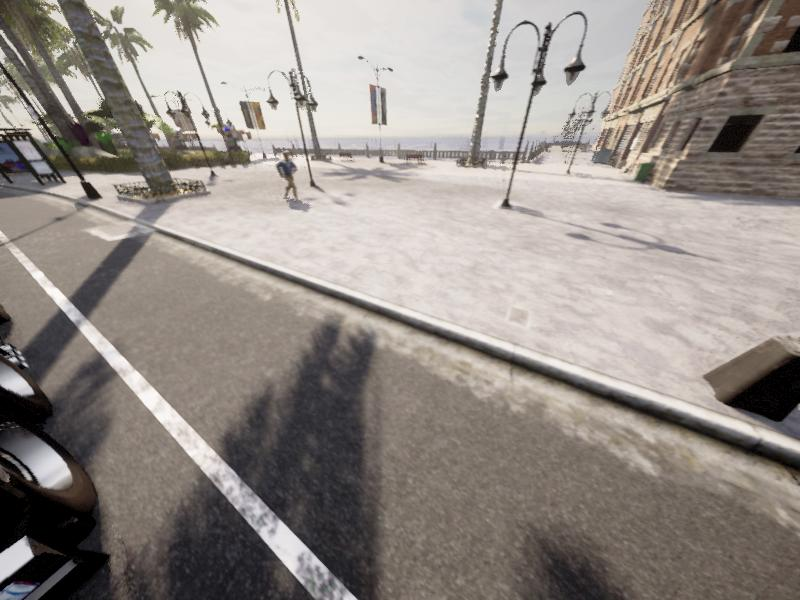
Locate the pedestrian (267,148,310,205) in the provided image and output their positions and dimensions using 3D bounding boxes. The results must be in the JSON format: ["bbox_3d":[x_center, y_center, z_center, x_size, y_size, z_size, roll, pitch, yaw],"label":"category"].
[{"bbox_3d":[-4.319,-4.839,9.070,0.751,1.860,0.751,17,38,23],"label":"pedestrian"}]

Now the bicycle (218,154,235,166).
[{"bbox_3d":[-18.096,-14.640,24.089,1.643,1.024,0.373,18,39,24],"label":"bicycle"}]

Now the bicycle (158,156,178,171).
[{"bbox_3d":[-20.563,-12.125,20.499,1.643,1.024,0.373,18,39,24],"label":"bicycle"}]

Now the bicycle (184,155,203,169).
[{"bbox_3d":[-19.576,-13.131,21.935,1.643,1.024,0.373,18,39,24],"label":"bicycle"}]

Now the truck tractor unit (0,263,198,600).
[{"bbox_3d":[-5.115,-0.295,0.779,6.516,4.208,3.053,18,39,24],"label":"truck tractor unit"}]
